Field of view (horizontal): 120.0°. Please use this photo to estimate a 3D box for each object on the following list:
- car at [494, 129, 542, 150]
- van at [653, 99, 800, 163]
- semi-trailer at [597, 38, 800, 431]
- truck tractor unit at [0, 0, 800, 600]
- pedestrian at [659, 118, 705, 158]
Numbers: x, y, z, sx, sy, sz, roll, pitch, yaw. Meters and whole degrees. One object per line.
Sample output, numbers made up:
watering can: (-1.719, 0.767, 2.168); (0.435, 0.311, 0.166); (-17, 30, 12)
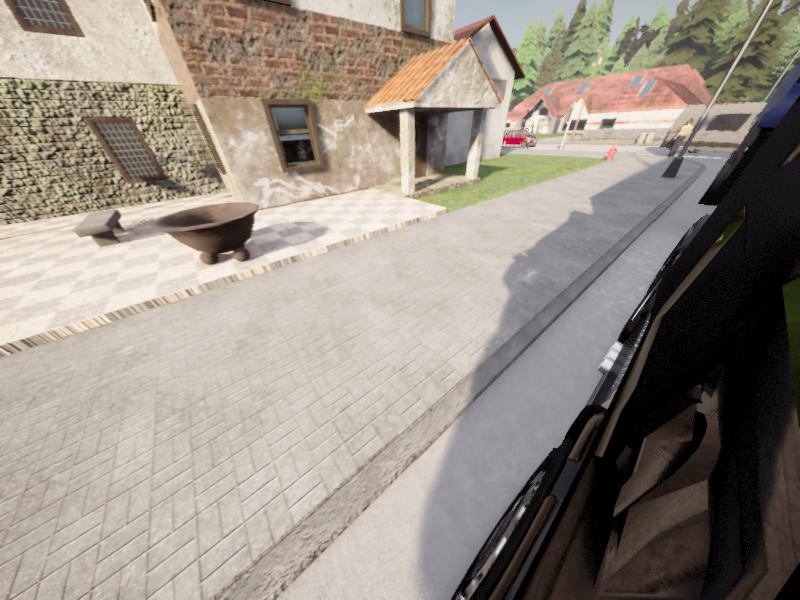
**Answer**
car: (11.883, -16.329, 23.443); (1.789, 1.549, 3.705); (-27, 44, -29)
van: (19.629, -9.820, 13.450); (1.988, 2.561, 5.915); (-12, 38, -15)
semi-trailer: (8.720, -3.588, 4.211); (14.254, 4.402, 2.717); (-28, 44, -30)
truck tractor unit: (2.645, -0.295, 0.351); (6.516, 4.208, 3.053); (-28, 44, -30)
pedestrian: (16.474, -9.506, 13.575); (0.751, 1.860, 0.751); (10, 39, 16)
